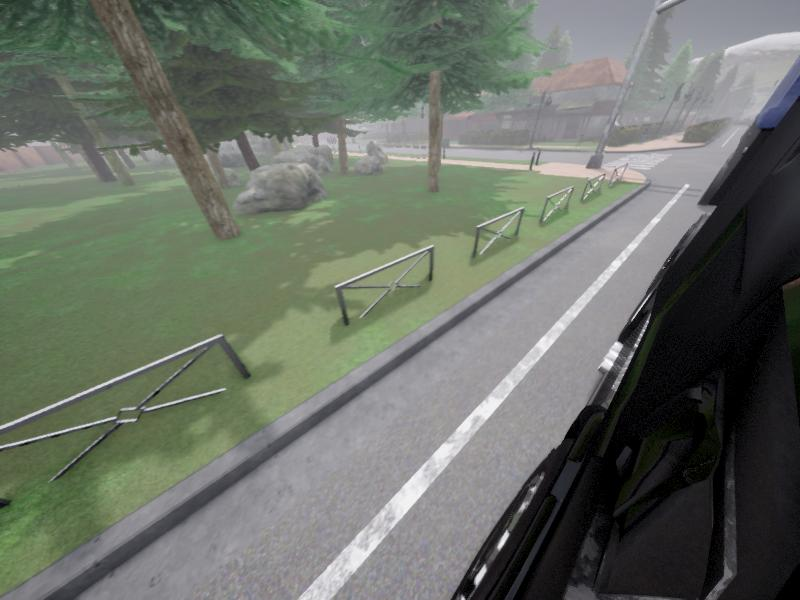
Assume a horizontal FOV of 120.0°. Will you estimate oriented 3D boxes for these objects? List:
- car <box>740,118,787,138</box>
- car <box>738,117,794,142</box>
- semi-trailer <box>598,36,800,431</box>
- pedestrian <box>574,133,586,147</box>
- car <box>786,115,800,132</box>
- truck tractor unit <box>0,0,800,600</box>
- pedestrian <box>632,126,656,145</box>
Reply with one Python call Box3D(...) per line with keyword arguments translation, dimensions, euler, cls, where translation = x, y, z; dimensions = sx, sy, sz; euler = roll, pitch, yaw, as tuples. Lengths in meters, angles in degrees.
Box3D(translation=(38.829, -18.452, 24.770), dimensions=(4.902, 1.511, 2.128), euler=(-28, 43, -30), cls="car")
Box3D(translation=(33.616, -15.725, 21.334), dimensions=(4.856, 1.649, 2.033), euler=(-28, 43, -30), cls="car")
Box3D(translation=(8.712, -3.583, 4.232), dimensions=(14.254, 4.402, 2.717), euler=(-28, 43, -30), cls="semi-trailer")
Box3D(translation=(18.312, -16.254, 23.467), dimensions=(0.500, 1.100, 0.500), euler=(-24, 41, -26), cls="pedestrian")
Box3D(translation=(50.696, -22.085, 28.814), dimensions=(3.988, 1.617, 1.851), euler=(-28, 43, -30), cls="car")
Box3D(translation=(2.645, -0.295, 0.352), dimensions=(6.516, 4.208, 3.053), euler=(-28, 44, -30), cls="truck tractor unit")
Box3D(translation=(22.270, -15.031, 21.118), dimensions=(0.751, 1.300, 0.751), euler=(-6, 37, -4), cls="pedestrian")
